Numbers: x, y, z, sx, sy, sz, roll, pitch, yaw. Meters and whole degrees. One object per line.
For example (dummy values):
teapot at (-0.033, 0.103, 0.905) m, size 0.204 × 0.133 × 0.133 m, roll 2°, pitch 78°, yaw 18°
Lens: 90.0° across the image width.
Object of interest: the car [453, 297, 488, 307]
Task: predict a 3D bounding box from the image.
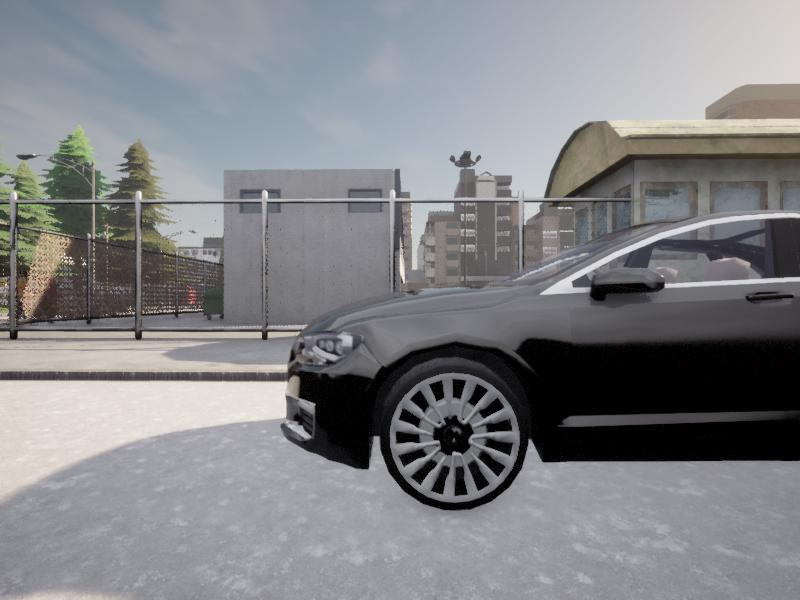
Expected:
car at (9.808, 0.270, 56.091) m, size 4.674 × 1.442 × 1.812 m, roll 0°, pitch 0°, yaw 1°

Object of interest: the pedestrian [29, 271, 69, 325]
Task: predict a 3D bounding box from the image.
pedestrian at (-12.459, -0.075, 14.213) m, size 0.751 × 1.860 × 0.751 m, roll 0°, pitch 0°, yaw 0°

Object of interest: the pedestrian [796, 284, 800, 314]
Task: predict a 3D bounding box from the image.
pedestrian at (24.619, -0.067, 24.113) m, size 0.751 × 1.860 × 0.751 m, roll 0°, pitch 0°, yaw 13°

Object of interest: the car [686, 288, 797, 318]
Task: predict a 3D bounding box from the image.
car at (17.629, 0.159, 20.794) m, size 4.193 × 1.474 × 1.816 m, roll 0°, pitch 0°, yaw 1°

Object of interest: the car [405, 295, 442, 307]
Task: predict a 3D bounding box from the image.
car at (3.273, 0.171, 56.275) m, size 5.238 × 1.638 × 1.930 m, roll 0°, pitch 0°, yaw 2°

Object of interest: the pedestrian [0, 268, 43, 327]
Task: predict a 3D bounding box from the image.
pedestrian at (-12.203, -0.075, 12.892) m, size 0.751 × 1.860 × 0.751 m, roll 0°, pitch 0°, yaw 1°

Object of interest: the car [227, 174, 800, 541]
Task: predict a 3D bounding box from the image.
car at (1.742, 0.236, 2.706) m, size 4.902 × 1.511 × 2.128 m, roll 0°, pitch 0°, yaw 1°

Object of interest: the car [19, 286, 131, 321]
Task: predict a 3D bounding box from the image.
car at (-17.244, 0.177, 21.620) m, size 2.033 × 1.649 × 4.856 m, roll 0°, pitch 0°, yaw 2°
